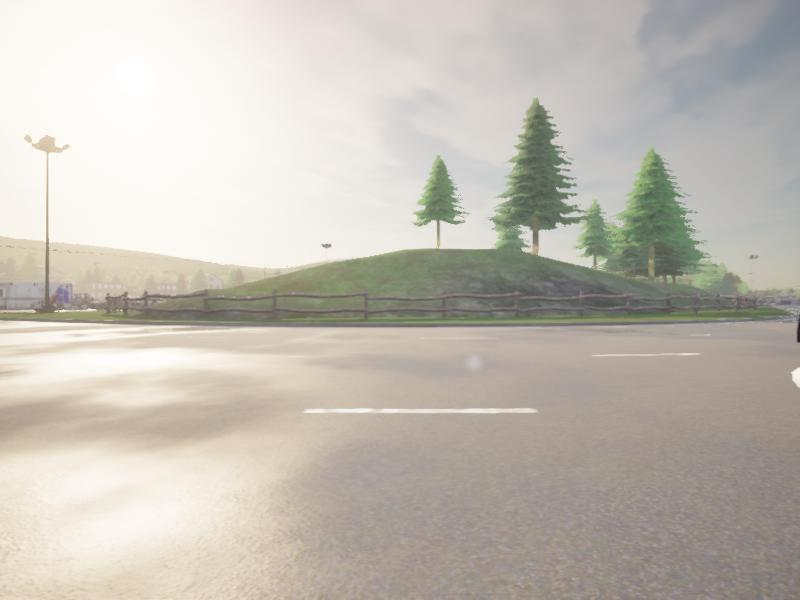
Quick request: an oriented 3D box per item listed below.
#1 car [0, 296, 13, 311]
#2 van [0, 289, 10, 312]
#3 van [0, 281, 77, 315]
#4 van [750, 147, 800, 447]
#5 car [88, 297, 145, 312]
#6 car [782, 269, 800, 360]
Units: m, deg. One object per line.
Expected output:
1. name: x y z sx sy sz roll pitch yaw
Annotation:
1. car: -41.334 0.347 39.042 2.163 1.488 4.792 0 0 38
2. van: -36.245 0.083 33.776 1.775 1.987 4.442 0 0 33
3. van: -29.433 -0.146 31.063 2.351 2.431 6.366 0 0 34
4. van: 4.999 -0.021 2.223 4.480 2.038 2.069 0 0 -5
5. car: -27.637 0.401 39.043 1.994 1.385 4.181 0 0 41
6. car: 8.447 0.243 6.256 3.633 1.501 1.845 0 0 -12
